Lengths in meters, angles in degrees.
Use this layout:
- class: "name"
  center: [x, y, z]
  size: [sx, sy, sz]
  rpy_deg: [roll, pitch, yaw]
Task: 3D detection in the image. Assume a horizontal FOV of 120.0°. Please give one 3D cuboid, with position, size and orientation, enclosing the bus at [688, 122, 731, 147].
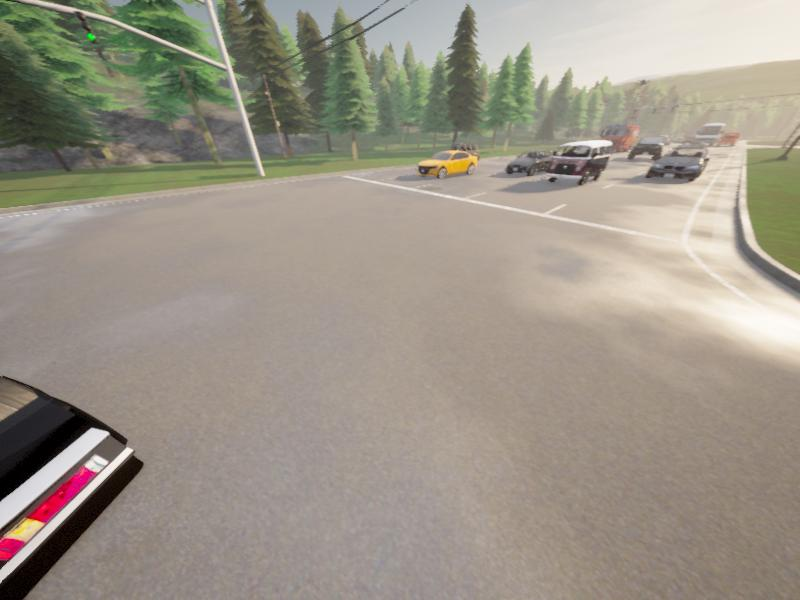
- class: "bus"
  center: [71.456, -38.119, 53.286]
  size: [10.273, 4.253, 3.944]
  rpy_deg: [-26, 42, -31]

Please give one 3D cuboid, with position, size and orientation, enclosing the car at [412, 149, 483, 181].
- class: "car"
  center: [3.340, -9.445, 15.965]
  size: [5.008, 1.535, 1.882]
  rpy_deg: [-27, 43, -32]

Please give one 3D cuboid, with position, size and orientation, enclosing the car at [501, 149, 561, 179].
- class: "car"
  center: [9.251, -9.710, 16.311]
  size: [4.193, 1.474, 1.816]
  rpy_deg: [-26, 42, -31]

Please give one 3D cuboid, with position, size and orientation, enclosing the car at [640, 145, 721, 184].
- class: "car"
  center: [17.274, -8.438, 14.220]
  size: [4.611, 1.667, 2.242]
  rpy_deg: [-26, 42, -31]

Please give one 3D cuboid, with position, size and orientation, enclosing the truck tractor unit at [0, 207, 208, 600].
- class: "truck tractor unit"
  center: [-5.347, 0.082, 0.245]
  size: [6.516, 4.208, 3.053]
  rpy_deg: [5, 35, 8]

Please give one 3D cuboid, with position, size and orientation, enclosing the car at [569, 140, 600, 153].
- class: "car"
  center: [29.947, -24.973, 37.532]
  size: [5.027, 1.651, 2.152]
  rpy_deg: [-26, 42, -31]

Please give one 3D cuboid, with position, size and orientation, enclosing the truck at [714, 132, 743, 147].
- class: "truck"
  center: [69.737, -34.034, 49.069]
  size: [5.204, 2.467, 2.627]
  rpy_deg: [-26, 42, -31]

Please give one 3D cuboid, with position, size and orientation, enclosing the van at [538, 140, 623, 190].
- class: "van"
  center: [10.190, -7.761, 13.046]
  size: [4.480, 2.038, 2.069]
  rpy_deg: [-26, 42, -32]

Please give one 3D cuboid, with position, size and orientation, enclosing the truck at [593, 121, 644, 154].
- class: "truck"
  center: [34.071, -25.256, 35.961]
  size: [8.468, 3.827, 2.891]
  rpy_deg: [-26, 42, -31]

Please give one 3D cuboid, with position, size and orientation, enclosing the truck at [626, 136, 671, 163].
- class: "truck"
  center: [26.702, -16.359, 24.947]
  size: [2.390, 2.098, 6.274]
  rpy_deg: [27, 43, 33]

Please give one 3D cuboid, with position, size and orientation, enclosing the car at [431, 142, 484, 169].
- class: "car"
  center: [5.206, -13.160, 20.910]
  size: [4.605, 1.855, 1.932]
  rpy_deg: [-26, 42, -31]
